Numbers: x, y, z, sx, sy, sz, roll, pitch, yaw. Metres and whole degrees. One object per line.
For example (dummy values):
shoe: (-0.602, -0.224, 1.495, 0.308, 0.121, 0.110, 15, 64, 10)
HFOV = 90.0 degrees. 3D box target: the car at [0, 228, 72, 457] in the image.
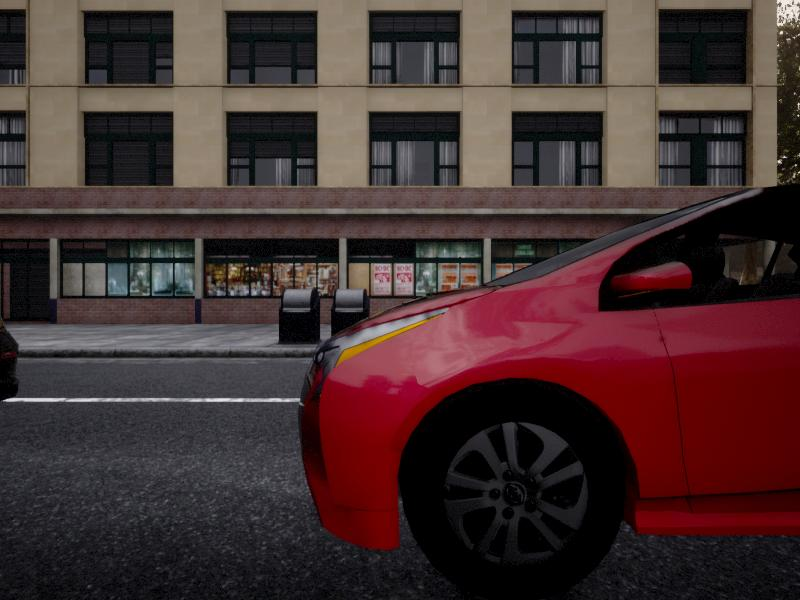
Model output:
car: (-4.859, 0.270, 2.172, 4.674, 1.442, 1.812, 0, 0, 0)

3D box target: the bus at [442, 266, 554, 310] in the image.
bus: (9.592, -1.135, 40.268, 10.273, 4.253, 3.944, 0, 0, 0)

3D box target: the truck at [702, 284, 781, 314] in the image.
truck: (26.692, -0.058, 31.656, 2.390, 2.098, 6.274, 0, 0, 17)

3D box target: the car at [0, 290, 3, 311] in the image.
car: (-35.536, 0.052, 32.515, 1.932, 1.855, 4.605, 0, 0, 0)

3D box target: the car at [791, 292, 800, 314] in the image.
car: (29.894, 0.201, 26.977, 1.801, 1.575, 5.366, 0, 0, -1)

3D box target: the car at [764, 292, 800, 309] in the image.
car: (42.437, 0.046, 43.539, 3.866, 1.878, 1.905, 0, 0, -1)

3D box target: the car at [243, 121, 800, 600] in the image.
car: (1.791, 0.228, 2.195, 4.514, 1.525, 2.007, 0, 0, 0)
